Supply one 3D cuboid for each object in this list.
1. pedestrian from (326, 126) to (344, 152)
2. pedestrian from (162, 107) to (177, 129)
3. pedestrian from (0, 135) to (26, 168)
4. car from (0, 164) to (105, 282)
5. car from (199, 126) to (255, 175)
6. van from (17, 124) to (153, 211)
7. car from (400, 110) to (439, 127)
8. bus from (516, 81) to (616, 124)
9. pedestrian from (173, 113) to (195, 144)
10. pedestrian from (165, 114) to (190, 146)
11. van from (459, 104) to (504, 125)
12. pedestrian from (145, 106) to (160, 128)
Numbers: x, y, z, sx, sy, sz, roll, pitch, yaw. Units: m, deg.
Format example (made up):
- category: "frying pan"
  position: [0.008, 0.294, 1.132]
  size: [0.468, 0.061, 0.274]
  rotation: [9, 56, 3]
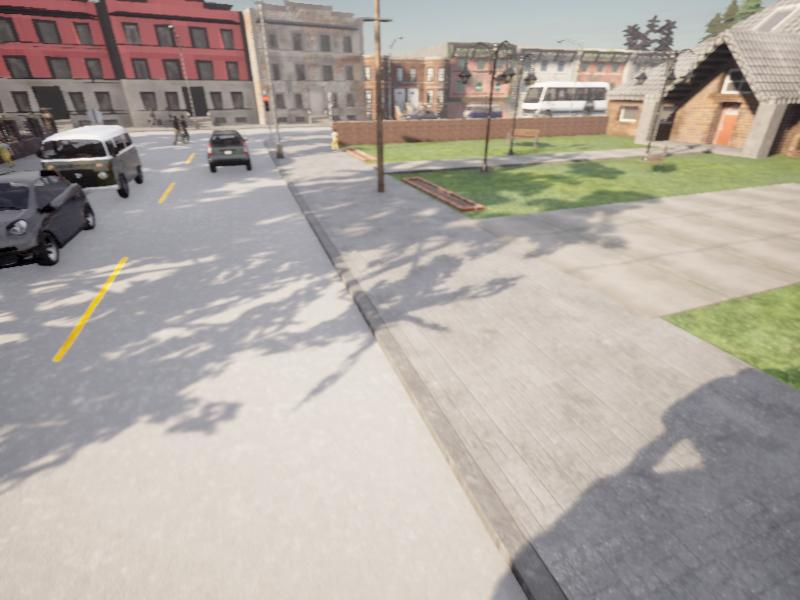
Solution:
- category: "pedestrian"
  position: [-3.661, -9.076, 22.513]
  size: [0.751, 1.300, 0.751]
  rotation: [-13, 30, -23]
- category: "pedestrian"
  position: [-21.716, -17.193, 37.714]
  size: [0.751, 1.860, 0.751]
  rotation: [-16, 31, -28]
- category: "pedestrian"
  position: [-17.474, -6.581, 17.724]
  size: [0.751, 1.300, 0.751]
  rotation: [-10, 29, -18]
- category: "car"
  position: [-7.980, -1.753, 8.359]
  size: [1.845, 1.501, 3.633]
  rotation: [-10, 29, -18]
- category: "car"
  position: [-7.883, -6.970, 18.400]
  size: [1.851, 1.617, 3.988]
  rotation: [-10, 29, -18]
- category: "van"
  position: [-10.122, -4.648, 13.424]
  size: [2.069, 2.038, 4.480]
  rotation: [-10, 29, -18]
- category: "car"
  position: [1.996, -19.198, 42.196]
  size: [3.633, 1.501, 1.845]
  rotation: [-9, 29, -18]
- category: "bus"
  position: [19.429, -23.302, 47.146]
  size: [10.273, 4.253, 3.944]
  rotation: [-10, 29, -18]
- category: "pedestrian"
  position: [-14.531, -11.551, 26.977]
  size: [0.751, 1.860, 0.751]
  rotation: [-6, 28, -12]
- category: "pedestrian"
  position: [-14.326, -10.939, 25.784]
  size: [0.751, 1.860, 0.751]
  rotation: [-1, 27, -2]
- category: "van"
  position: [9.064, -20.604, 44.410]
  size: [4.442, 1.987, 1.775]
  rotation: [-10, 29, -18]
- category: "pedestrian"
  position: [-23.689, -17.530, 38.374]
  size: [0.751, 1.860, 0.751]
  rotation: [-13, 30, -23]
